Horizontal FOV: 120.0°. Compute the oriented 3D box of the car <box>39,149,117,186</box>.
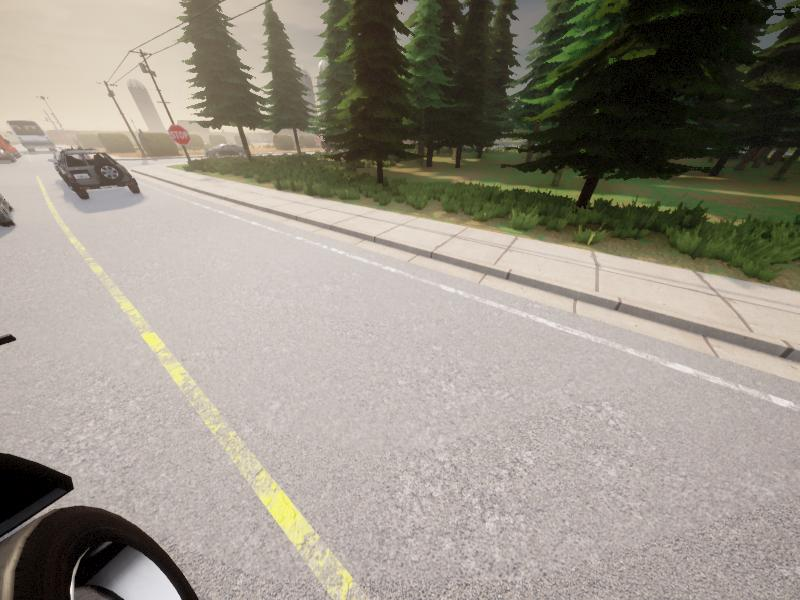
[{"bbox_3d":[-19.327,-8.061,13.886,4.514,1.525,2.007,25,42,31],"label":"car"}]

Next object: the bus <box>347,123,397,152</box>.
[{"bbox_3d":[-5.179,-32.263,46.038,3.944,4.253,10.273,21,40,27],"label":"bus"}]

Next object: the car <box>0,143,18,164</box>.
[{"bbox_3d":[-39.518,-14.257,22.471,3.988,1.617,1.851,23,41,29],"label":"car"}]

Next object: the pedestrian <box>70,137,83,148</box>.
[{"bbox_3d":[-67.901,-33.101,48.500,0.751,1.860,0.751,21,40,27],"label":"pedestrian"}]

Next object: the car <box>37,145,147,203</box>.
[{"bbox_3d":[-14.102,-5.926,10.585,4.605,1.855,1.932,23,41,29],"label":"car"}]

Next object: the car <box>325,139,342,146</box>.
[{"bbox_3d":[-20.738,-49.167,72.020,4.553,1.767,2.097,21,40,26],"label":"car"}]

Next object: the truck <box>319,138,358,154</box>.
[{"bbox_3d":[-10.479,-26.738,40.027,2.390,2.098,6.274,21,40,27],"label":"truck"}]

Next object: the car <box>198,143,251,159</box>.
[{"bbox_3d":[-22.851,-19.552,30.248,2.128,1.511,4.902,21,40,27],"label":"car"}]

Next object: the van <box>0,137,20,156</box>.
[{"bbox_3d":[-54.641,-20.971,31.527,4.480,2.038,2.069,23,41,29],"label":"van"}]

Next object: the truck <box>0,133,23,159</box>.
[{"bbox_3d":[-48.276,-18.391,27.536,5.204,2.467,2.627,23,41,29],"label":"truck"}]

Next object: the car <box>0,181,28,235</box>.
[{"bbox_3d":[-13.364,-2.959,6.697,4.902,1.511,2.128,23,41,28],"label":"car"}]

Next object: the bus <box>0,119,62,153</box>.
[{"bbox_3d":[-63.502,-28.141,39.710,10.273,4.253,3.944,23,41,29],"label":"bus"}]
